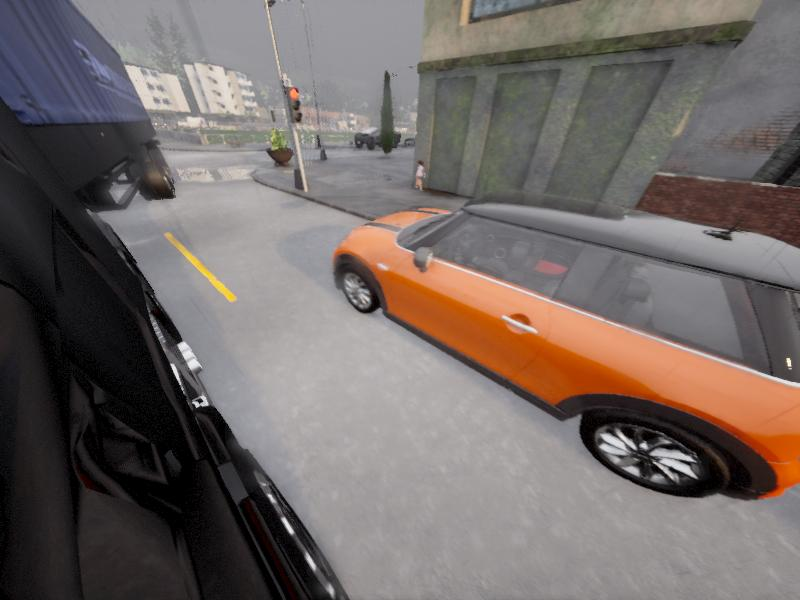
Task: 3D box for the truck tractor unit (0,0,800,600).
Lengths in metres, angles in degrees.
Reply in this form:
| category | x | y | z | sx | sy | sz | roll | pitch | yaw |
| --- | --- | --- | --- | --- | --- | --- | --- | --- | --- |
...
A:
| category | x | y | z | sx | sy | sz | roll | pitch | yaw |
| --- | --- | --- | --- | --- | --- | --- | --- | --- | --- |
| truck tractor unit | -2.645 | -0.295 | 0.351 | 6.516 | 4.208 | 3.053 | 28 | 44 | 30 |

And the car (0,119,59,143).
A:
| category | x | y | z | sx | sy | sz | roll | pitch | yaw |
| --- | --- | --- | --- | --- | --- | --- | --- | --- | --- |
| car | -32.614 | -15.009 | 20.500 | 4.902 | 1.511 | 2.128 | 28 | 44 | 30 |

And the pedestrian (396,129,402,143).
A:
| category | x | y | z | sx | sy | sz | roll | pitch | yaw |
| --- | --- | --- | --- | --- | --- | --- | --- | --- | --- |
| pedestrian | -0.217 | -28.563 | 40.214 | 0.751 | 1.860 | 0.751 | 28 | 43 | 30 |

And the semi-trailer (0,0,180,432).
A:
| category | x | y | z | sx | sy | sz | roll | pitch | yaw |
| --- | --- | --- | --- | --- | --- | --- | --- | --- | --- |
| semi-trailer | -7.724 | -4.123 | 5.001 | 2.717 | 4.402 | 14.254 | -23 | 44 | -30 |

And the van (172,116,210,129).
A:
| category | x | y | z | sx | sy | sz | roll | pitch | yaw |
| --- | --- | --- | --- | --- | --- | --- | --- | --- | --- |
| van | -53.709 | -45.631 | 59.501 | 2.351 | 2.431 | 6.366 | 28 | 43 | 30 |

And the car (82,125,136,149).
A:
| category | x | y | z | sx | sy | sz | roll | pitch | yaw |
| --- | --- | --- | --- | --- | --- | --- | --- | --- | --- |
| car | -24.383 | -13.695 | 19.366 | 4.181 | 1.385 | 1.994 | 27 | 43 | 29 |

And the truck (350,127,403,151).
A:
| category | x | y | z | sx | sy | sz | roll | pitch | yaw |
| --- | --- | --- | --- | --- | --- | --- | --- | --- | --- |
| truck | -2.617 | -19.295 | 27.622 | 2.390 | 2.098 | 6.274 | 28 | 43 | 30 |

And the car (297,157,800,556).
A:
| category | x | y | z | sx | sy | sz | roll | pitch | yaw |
| --- | --- | --- | --- | --- | --- | --- | --- | --- | --- |
| car | 1.170 | -0.413 | 2.779 | 4.553 | 1.767 | 2.097 | 28 | 43 | 30 |

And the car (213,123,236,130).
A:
| category | x | y | z | sx | sy | sz | roll | pitch | yaw |
| --- | --- | --- | --- | --- | --- | --- | --- | --- | --- |
| car | -48.999 | -48.442 | 64.513 | 1.895 | 1.301 | 4.718 | 28 | 43 | 30 |

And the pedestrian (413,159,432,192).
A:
| category | x | y | z | sx | sy | sz | roll | pitch | yaw |
| --- | --- | --- | --- | --- | --- | --- | --- | --- | --- |
| pedestrian | 0.893 | -5.030 | 9.325 | 0.500 | 1.100 | 0.500 | 27 | 43 | 29 |
